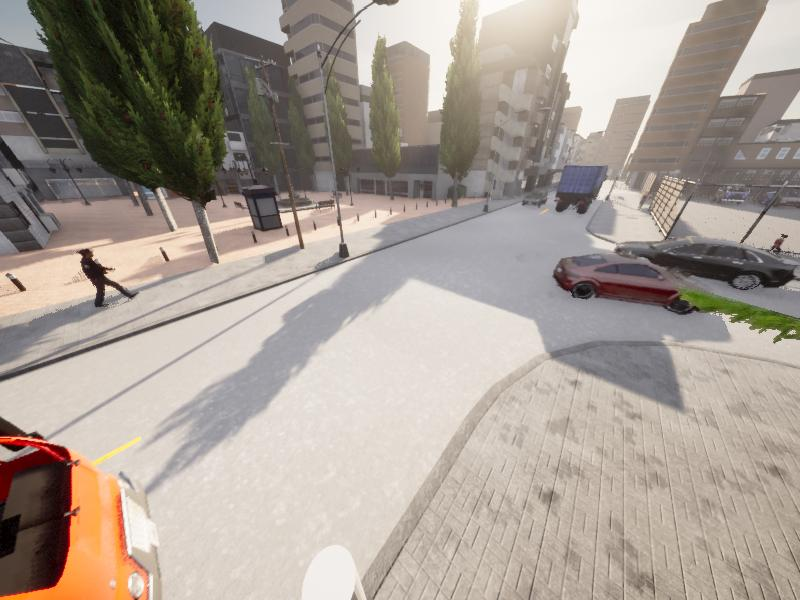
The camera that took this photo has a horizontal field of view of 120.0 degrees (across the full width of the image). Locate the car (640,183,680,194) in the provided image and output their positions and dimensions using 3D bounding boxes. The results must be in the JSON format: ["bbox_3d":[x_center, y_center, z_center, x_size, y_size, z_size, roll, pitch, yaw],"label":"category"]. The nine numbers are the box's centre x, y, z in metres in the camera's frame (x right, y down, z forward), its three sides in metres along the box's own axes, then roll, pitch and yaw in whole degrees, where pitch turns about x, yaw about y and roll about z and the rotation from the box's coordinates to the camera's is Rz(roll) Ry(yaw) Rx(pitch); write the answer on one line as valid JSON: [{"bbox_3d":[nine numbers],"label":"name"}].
[{"bbox_3d":[45.763,-19.718,40.791,4.181,1.385,1.994,21,36,31],"label":"car"}]

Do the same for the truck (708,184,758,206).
[{"bbox_3d":[40.630,-13.001,28.353,2.069,2.038,4.478,23,37,34],"label":"truck"}]

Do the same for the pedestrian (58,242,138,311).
[{"bbox_3d":[-9.233,-0.716,7.130,0.751,1.860,0.751,19,35,30],"label":"pedestrian"}]

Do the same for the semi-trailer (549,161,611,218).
[{"bbox_3d":[20.013,-12.504,25.239,2.717,4.402,14.254,23,37,34],"label":"semi-trailer"}]

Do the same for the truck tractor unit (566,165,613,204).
[{"bbox_3d":[25.104,-15.451,30.540,3.053,4.208,6.516,23,37,34],"label":"truck tractor unit"}]

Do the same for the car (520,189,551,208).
[{"bbox_3d":[16.042,-12.014,27.288,2.007,1.525,4.514,23,37,34],"label":"car"}]

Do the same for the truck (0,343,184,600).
[{"bbox_3d":[-4.463,2.939,0.470,2.627,2.467,5.204,23,38,34],"label":"truck"}]

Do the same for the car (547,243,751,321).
[{"bbox_3d":[7.879,-0.807,8.034,4.181,1.385,1.994,11,31,18],"label":"car"}]

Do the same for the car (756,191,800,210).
[{"bbox_3d":[43.557,-11.395,26.194,2.033,1.415,5.357,23,37,34],"label":"car"}]

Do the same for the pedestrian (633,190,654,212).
[{"bbox_3d":[24.156,-9.855,22.958,0.751,1.860,0.751,23,37,34],"label":"pedestrian"}]

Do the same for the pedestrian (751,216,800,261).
[{"bbox_3d":[18.088,-2.912,10.915,0.751,1.860,0.751,16,34,25],"label":"pedestrian"}]

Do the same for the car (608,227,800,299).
[{"bbox_3d":[12.111,-1.784,9.602,4.892,1.490,1.837,22,36,33],"label":"car"}]
